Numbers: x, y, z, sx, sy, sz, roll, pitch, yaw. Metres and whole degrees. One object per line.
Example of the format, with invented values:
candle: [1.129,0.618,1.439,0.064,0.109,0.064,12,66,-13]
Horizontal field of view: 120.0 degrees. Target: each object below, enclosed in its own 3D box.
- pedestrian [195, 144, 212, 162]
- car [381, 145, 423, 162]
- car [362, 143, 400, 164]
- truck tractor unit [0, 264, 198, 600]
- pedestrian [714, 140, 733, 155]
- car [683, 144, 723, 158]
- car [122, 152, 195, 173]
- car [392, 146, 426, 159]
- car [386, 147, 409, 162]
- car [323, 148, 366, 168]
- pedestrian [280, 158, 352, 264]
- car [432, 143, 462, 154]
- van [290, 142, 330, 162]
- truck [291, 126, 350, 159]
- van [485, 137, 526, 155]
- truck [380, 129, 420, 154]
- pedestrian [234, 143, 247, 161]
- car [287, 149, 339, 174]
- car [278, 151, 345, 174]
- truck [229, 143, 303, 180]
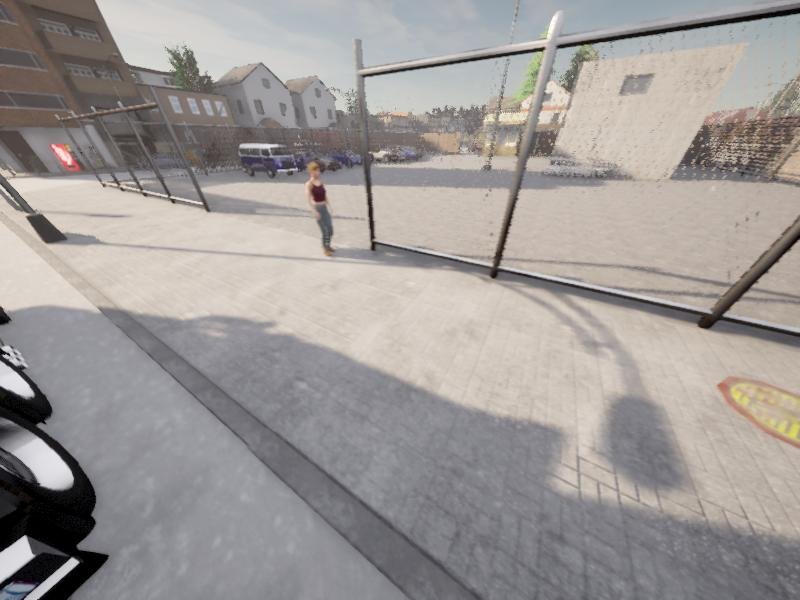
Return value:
pedestrian: [-23.671,-17.710,27.847,0.751,1.860,0.751,28,44,34]
car: [0.233,-18.629,29.217,4.611,1.667,2.242,18,39,24]
car: [-2.134,-16.655,26.219,3.866,1.878,1.905,18,39,24]
truck tractor unit: [-5.121,-0.288,0.785,6.516,4.208,3.053,18,39,24]
pedestrian: [49.048,-23.106,35.063,0.751,1.860,0.751,-18,39,-24]
car: [41.386,-20.420,31.659,1.816,1.474,4.193,18,39,24]
car: [-22.635,-13.104,21.884,1.994,1.385,4.181,18,39,24]
car: [1.182,-20.356,31.809,4.193,1.474,1.816,18,39,24]
car: [-0.303,-17.314,27.513,2.207,1.379,1.481,18,39,24]
car: [-5.498,-14.235,23.071,3.633,1.501,1.845,18,39,24]
pedestrian: [-1.641,-1.821,4.794,0.751,1.860,0.751,19,39,25]
car: [9.289,-29.897,45.516,5.366,1.575,1.801,18,39,24]
van: [-11.749,-19.615,30.553,2.069,2.038,4.480,18,39,24]
truck: [-12.028,-24.653,36.230,2.891,3.827,8.468,18,39,24]
van: [18.539,-27.225,40.745,5.915,2.561,1.988,18,39,25]
truck: [0.221,-31.395,45.793,2.891,3.827,8.468,26,43,32]
pedestrian: [-20.918,-19.418,30.290,0.751,1.860,0.751,-25,41,-30]
car: [-7.231,-11.870,19.672,1.789,1.547,3.705,18,39,24]
car: [-7.482,-11.744,19.618,5.357,1.415,2.033,18,39,24]
truck: [-9.608,-10.079,16.700,4.478,2.038,2.069,18,39,24]
